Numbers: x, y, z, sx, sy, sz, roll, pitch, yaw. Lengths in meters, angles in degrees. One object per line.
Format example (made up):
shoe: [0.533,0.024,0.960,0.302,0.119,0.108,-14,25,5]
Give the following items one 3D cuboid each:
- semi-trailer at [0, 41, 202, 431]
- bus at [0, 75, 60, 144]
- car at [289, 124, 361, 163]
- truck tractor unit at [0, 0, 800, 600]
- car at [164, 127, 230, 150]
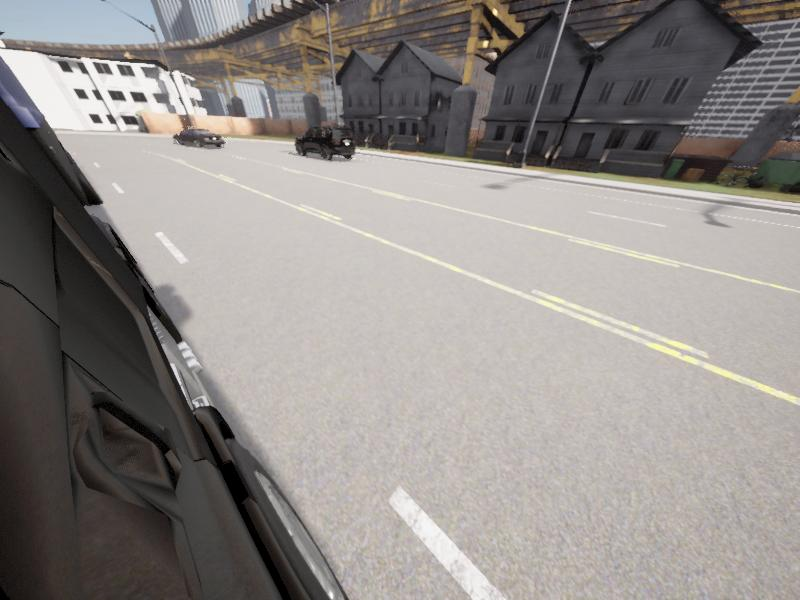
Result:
semi-trailer: [-8.708,-3.594,4.226,14.254,4.402,2.717,28,44,30]
bus: [-35.453,-14.466,17.262,10.273,4.253,3.944,-4,36,-9]
car: [-5.803,-12.080,17.743,5.566,2.045,2.150,28,43,29]
truck tractor unit: [-2.645,-0.295,0.351,6.516,4.208,3.053,28,44,30]
car: [-18.913,-15.151,21.587,5.357,1.411,2.033,18,39,19]
